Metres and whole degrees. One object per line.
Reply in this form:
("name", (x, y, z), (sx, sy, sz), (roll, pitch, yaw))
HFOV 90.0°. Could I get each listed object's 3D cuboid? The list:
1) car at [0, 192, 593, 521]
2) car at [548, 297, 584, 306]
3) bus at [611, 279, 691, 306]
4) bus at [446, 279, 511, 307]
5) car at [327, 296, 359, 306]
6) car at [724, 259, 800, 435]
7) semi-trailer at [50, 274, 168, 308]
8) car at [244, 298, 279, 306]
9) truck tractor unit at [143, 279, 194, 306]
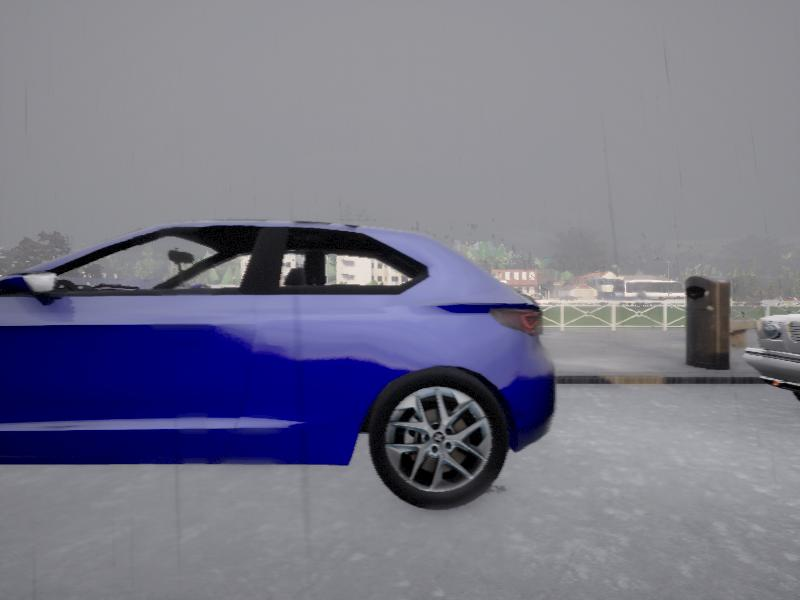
("car", (-1.234, 0.254, 2.699), (4.193, 1.474, 1.816), (0, 0, 0))
("car", (28.382, 0.211, 68.406), (5.366, 1.575, 1.801), (0, 0, 0))
("bus", (40.294, -1.123, 64.524), (10.273, 4.253, 3.944), (0, 0, 0))
("bus", (13.213, -1.143, 68.289), (10.273, 4.253, 3.944), (-2, 0, 0))
("car", (-9.717, 0.167, 68.417), (5.238, 1.638, 1.930), (0, 0, 0))
("car", (5.311, 0.346, 2.700), (4.718, 1.301, 1.895), (0, 0, 0))
("semi-trailer", (-41.998, -1.235, 58.886), (2.717, 4.402, 14.254), (1, 0, 29))
("car", (-23.632, 0.285, 68.422), (5.357, 1.411, 2.033), (0, 0, 0))
("truck tractor unit", (-37.164, -1.134, 64.431), (6.516, 4.208, 3.053), (0, 1, -9))
